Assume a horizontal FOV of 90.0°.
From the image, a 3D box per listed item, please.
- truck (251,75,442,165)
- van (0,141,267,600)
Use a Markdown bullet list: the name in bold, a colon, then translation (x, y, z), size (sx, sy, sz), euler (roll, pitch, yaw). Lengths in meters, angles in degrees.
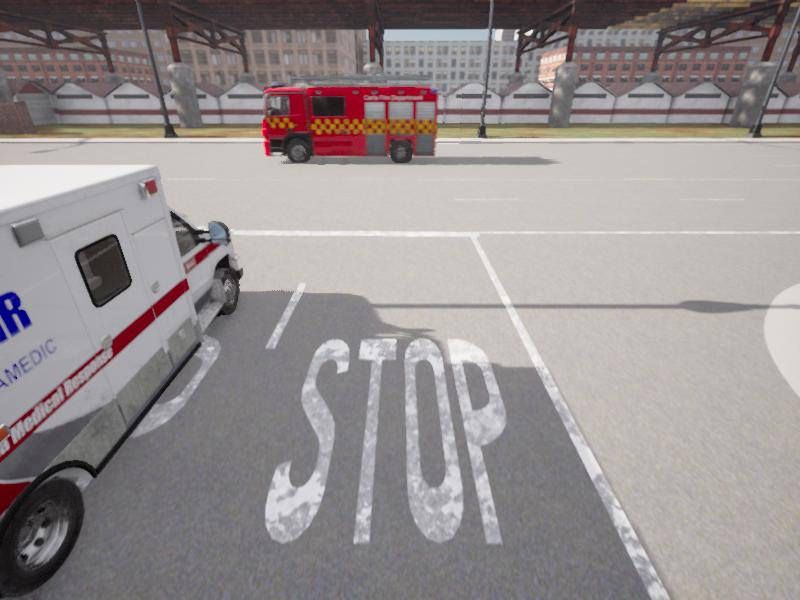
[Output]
- **truck**: translation (-2.369, -8.946, 19.934), size (8.468, 3.827, 2.891), euler (0, 27, 0)
- **van**: translation (-3.494, 0.217, 3.573), size (2.351, 2.431, 6.366), euler (0, 27, 0)
